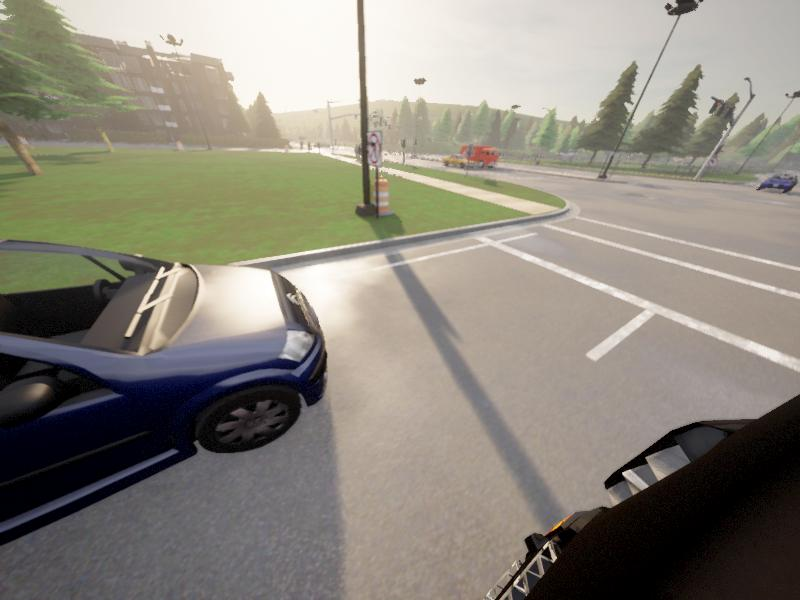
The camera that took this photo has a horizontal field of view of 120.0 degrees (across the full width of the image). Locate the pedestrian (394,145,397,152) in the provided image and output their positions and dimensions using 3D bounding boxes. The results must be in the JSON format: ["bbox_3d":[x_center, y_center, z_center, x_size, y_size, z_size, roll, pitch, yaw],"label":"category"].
[{"bbox_3d":[-1.479,-48.967,74.635,0.751,1.860,0.751,-23,42,-33],"label":"pedestrian"}]

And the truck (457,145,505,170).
[{"bbox_3d":[10.517,-18.909,30.505,2.627,2.467,5.204,-16,39,-26],"label":"truck"}]

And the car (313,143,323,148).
[{"bbox_3d":[-27.280,-51.513,76.971,1.895,1.301,4.718,-17,39,-27],"label":"car"}]

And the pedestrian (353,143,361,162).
[{"bbox_3d":[-5.267,-18.116,28.349,0.751,1.860,0.751,-13,37,-22],"label":"pedestrian"}]

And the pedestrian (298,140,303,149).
[{"bbox_3d":[-24.617,-38.627,57.265,0.751,1.860,0.751,0,34,-4],"label":"pedestrian"}]

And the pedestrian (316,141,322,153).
[{"bbox_3d":[-15.391,-29.068,43.806,0.751,1.860,0.751,-14,38,-23],"label":"pedestrian"}]

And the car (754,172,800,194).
[{"bbox_3d":[35.709,-11.050,21.678,4.193,1.474,1.816,-17,39,-27],"label":"car"}]

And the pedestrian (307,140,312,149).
[{"bbox_3d":[-23.664,-40.648,60.307,0.751,1.860,0.751,-21,40,-31],"label":"pedestrian"}]

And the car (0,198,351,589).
[{"bbox_3d":[-2.624,0.480,1.534,3.988,1.617,1.851,-17,39,-27],"label":"car"}]

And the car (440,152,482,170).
[{"bbox_3d":[7.494,-17.646,29.196,1.801,1.575,5.366,-16,39,-26],"label":"car"}]

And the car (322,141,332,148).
[{"bbox_3d":[-25.120,-53.457,79.513,1.905,1.878,3.866,-17,39,-27],"label":"car"}]

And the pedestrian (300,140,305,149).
[{"bbox_3d":[-24.050,-38.342,56.886,0.751,1.860,0.751,-13,37,-22],"label":"pedestrian"}]

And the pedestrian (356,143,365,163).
[{"bbox_3d":[-4.615,-17.157,26.978,0.751,1.860,0.751,-12,37,-21],"label":"pedestrian"}]
